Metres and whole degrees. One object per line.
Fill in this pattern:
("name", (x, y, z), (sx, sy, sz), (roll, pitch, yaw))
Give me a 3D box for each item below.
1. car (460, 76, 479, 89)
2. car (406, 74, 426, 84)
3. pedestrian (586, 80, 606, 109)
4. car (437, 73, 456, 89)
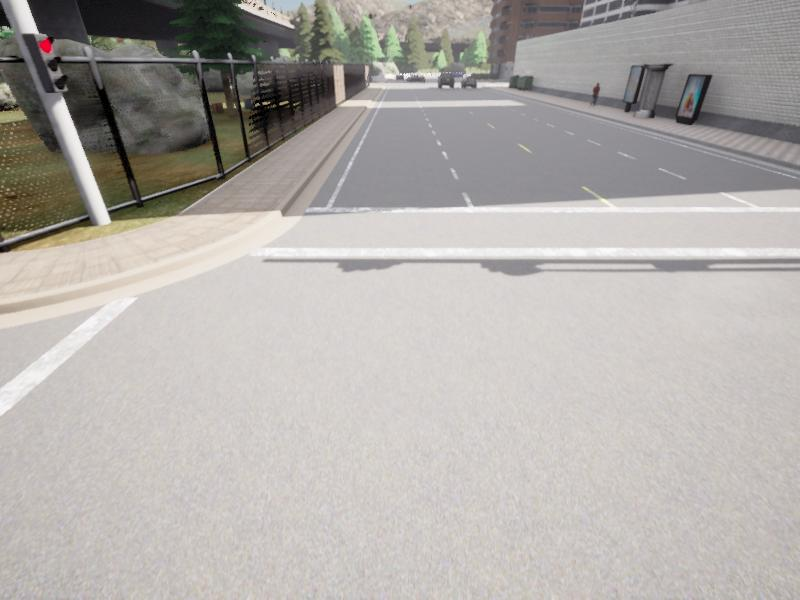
("car", (10.508, -33.144, 60.882), (2.033, 1.649, 4.856), (0, 30, 0))
("car", (3.109, -43.284, 78.383), (3.705, 1.549, 1.789), (0, 30, 0))
("pedestrian", (14.860, -15.595, 30.355), (0.751, 1.860, 0.751), (2, 30, 3))
("car", (7.008, -33.354, 60.846), (2.150, 2.045, 5.566), (0, 30, 0))
